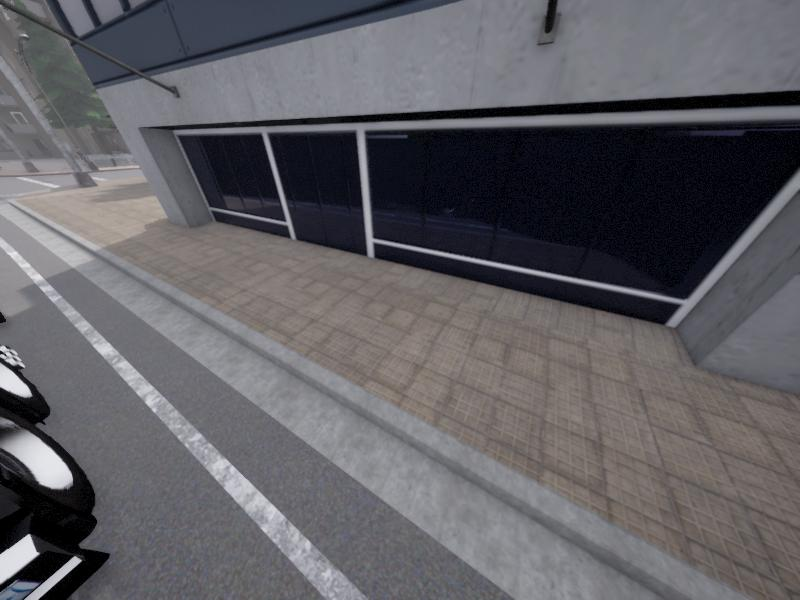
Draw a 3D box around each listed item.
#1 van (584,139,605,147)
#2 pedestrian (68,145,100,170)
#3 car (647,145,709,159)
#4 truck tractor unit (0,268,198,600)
[{"bbox_3d":[61.059,-49.393,72.700,4.480,2.038,2.069,17,38,23],"label":"van"},{"bbox_3d":[-27.921,-12.627,20.434,0.751,1.860,0.751,19,39,26],"label":"pedestrian"},{"bbox_3d":[37.070,-19.946,31.059,4.792,1.488,2.163,17,38,23],"label":"car"},{"bbox_3d":[-5.114,-0.298,0.766,6.516,4.208,3.053,18,39,24],"label":"truck tractor unit"}]
